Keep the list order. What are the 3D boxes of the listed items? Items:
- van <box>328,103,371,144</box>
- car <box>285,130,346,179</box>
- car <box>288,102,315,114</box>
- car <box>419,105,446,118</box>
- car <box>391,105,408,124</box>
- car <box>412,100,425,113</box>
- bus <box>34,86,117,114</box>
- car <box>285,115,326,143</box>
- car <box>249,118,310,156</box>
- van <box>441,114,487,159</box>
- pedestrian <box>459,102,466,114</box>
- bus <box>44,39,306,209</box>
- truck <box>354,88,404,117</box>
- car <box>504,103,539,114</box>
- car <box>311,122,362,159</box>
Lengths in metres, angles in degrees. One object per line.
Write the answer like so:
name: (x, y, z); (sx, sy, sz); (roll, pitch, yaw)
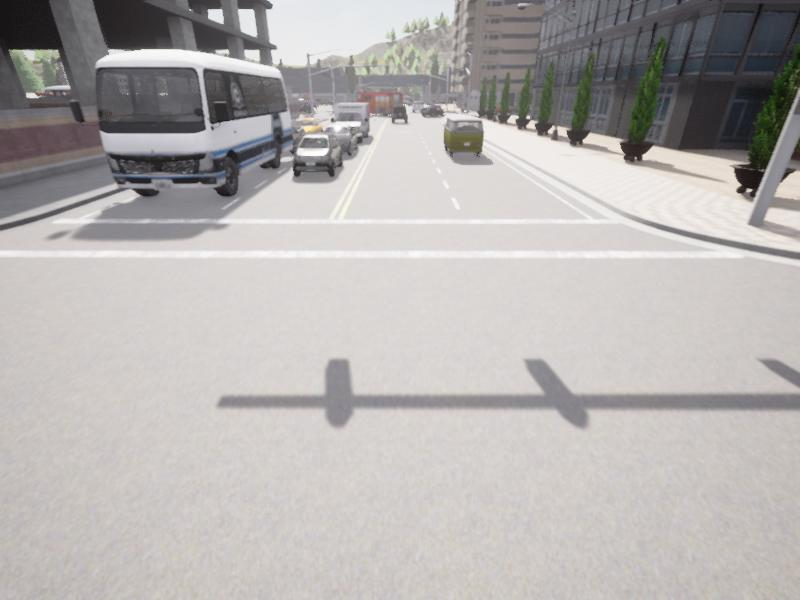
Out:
van: (-3.526, -13.172, 29.608); (2.351, 2.431, 6.366); (0, 27, 0)
car: (-3.513, -6.372, 17.328); (1.789, 1.549, 3.705); (0, 27, 0)
car: (-16.668, -32.617, 67.939); (3.866, 1.878, 1.905); (0, 27, 0)
car: (4.917, -28.370, 60.167); (2.007, 1.525, 4.514); (17, 32, 32)
car: (-0.038, -22.121, 47.616); (1.905, 1.878, 3.866); (0, 27, 0)
car: (3.439, -36.421, 75.291); (2.150, 2.045, 5.566); (0, 27, 0)
bus: (-56.705, -35.156, 70.244); (10.273, 4.253, 3.944); (0, 27, 0)
car: (-7.025, -13.040, 30.276); (1.801, 1.575, 5.366); (0, 27, 0)
car: (-7.019, -9.844, 23.958); (2.242, 1.667, 4.611); (0, 27, 0)
van: (3.482, -9.306, 22.569); (1.775, 1.987, 4.442); (0, 27, 0)
pedestrian: (10.415, -31.907, 66.531); (0.751, 1.860, 0.751); (-6, 28, -12)
bus: (-6.891, -6.942, 15.483); (3.944, 4.253, 10.273); (0, 27, 0)
truck: (-3.425, -31.317, 63.333); (2.891, 3.827, 8.468); (-24, 36, -39)
car: (20.650, -32.729, 68.429); (5.238, 1.638, 1.930); (0, 27, 0)
car: (-3.517, -9.290, 23.055); (2.128, 1.511, 4.902); (0, 27, 0)
